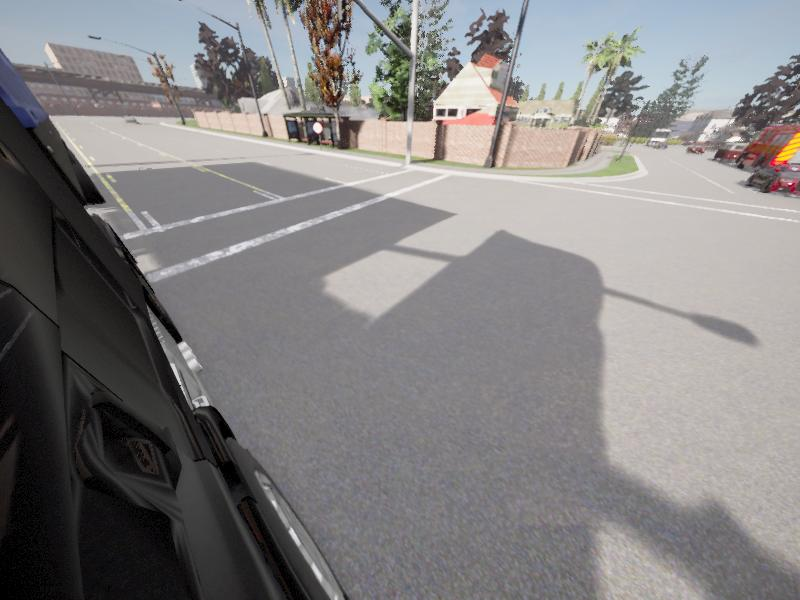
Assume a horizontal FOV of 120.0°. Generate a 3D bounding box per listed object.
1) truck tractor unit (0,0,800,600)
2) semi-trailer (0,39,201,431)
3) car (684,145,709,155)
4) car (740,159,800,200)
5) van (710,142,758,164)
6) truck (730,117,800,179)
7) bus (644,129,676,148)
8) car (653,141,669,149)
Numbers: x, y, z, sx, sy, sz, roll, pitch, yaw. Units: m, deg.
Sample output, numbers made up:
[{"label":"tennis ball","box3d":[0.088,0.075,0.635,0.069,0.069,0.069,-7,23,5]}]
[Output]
[{"label":"truck tractor unit","box3d":[-2.645,-0.295,0.351,6.516,4.208,3.053,28,44,30]},{"label":"semi-trailer","box3d":[-8.674,-3.623,4.250,14.254,4.402,2.717,28,44,30]},{"label":"car","box3d":[55.250,-28.076,43.102,1.895,1.301,4.718,27,43,29]},{"label":"car","box3d":[20.814,-6.412,12.242,1.994,1.385,4.181,27,43,29]},{"label":"van","box3d":[41.279,-18.317,28.755,1.775,1.987,4.442,25,42,27]},{"label":"truck","box3d":[33.221,-13.042,19.724,2.891,3.827,8.468,27,43,29]},{"label":"bus","box3d":[75.842,-47.436,67.703,3.944,4.253,10.273,27,43,29]},{"label":"car","box3d":[65.407,-38.922,57.984,1.801,1.575,5.366,27,43,29]}]
